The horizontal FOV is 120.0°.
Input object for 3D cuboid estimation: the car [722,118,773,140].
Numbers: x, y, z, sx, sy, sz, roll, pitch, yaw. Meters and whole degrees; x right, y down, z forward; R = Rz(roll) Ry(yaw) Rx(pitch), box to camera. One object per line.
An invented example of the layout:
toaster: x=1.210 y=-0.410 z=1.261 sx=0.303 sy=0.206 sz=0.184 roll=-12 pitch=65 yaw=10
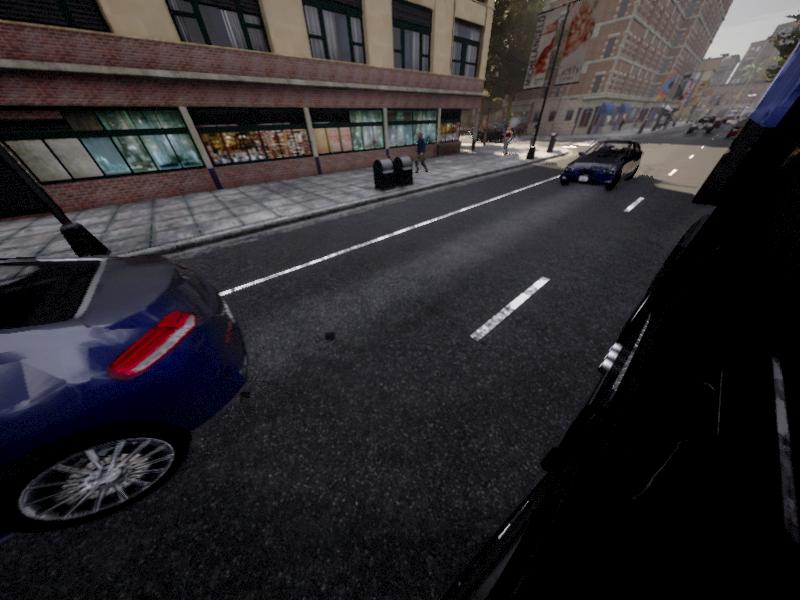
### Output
car: x=34.101 y=-16.845 z=22.738 sx=4.792 sy=1.488 sz=2.163 roll=-29 pitch=44 yaw=-30

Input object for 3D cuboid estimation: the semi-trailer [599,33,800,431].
semi-trailer: x=8.645 y=-3.643 z=4.276 sx=14.254 sy=4.402 sz=2.717 roll=-29 pitch=44 yaw=-30

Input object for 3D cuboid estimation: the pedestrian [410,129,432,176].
pedestrian: x=1.025 y=-7.291 z=11.448 sx=0.751 sy=1.860 sz=0.751 roll=-26 pitch=43 yaw=-28

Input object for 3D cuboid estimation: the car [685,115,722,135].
car: x=37.958 y=-21.870 z=28.865 sx=4.605 sy=1.855 sz=1.932 roll=-28 pitch=44 yaw=-30

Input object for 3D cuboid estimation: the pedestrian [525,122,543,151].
pedestrian: x=11.071 y=-13.518 z=19.122 sx=0.751 sy=1.860 sz=0.751 roll=8 pitch=38 yaw=13

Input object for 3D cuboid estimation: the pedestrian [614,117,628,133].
pedestrian: x=34.073 y=-26.956 z=35.603 sx=0.751 sy=1.860 sz=0.751 roll=-30 pitch=45 yaw=-32

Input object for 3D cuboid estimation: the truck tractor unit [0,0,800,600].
truck tractor unit: x=2.645 y=-0.295 z=0.351 sx=6.516 sy=4.208 sz=3.053 roll=-28 pitch=44 yaw=-30

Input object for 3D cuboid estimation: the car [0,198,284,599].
car: x=-3.772 y=1.018 z=1.166 sx=5.027 sy=1.651 sz=2.152 roll=-28 pitch=44 yaw=-30

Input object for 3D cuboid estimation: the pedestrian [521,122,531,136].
pedestrian: x=20.693 y=-28.161 z=38.038 sx=0.751 sy=1.860 sz=0.751 roll=28 pitch=47 yaw=34

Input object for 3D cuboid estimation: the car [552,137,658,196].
car: x=8.124 y=-5.426 z=9.137 sx=4.193 sy=1.474 sz=1.816 roll=-29 pitch=44 yaw=-30

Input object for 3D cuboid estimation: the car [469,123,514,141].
car: x=13.531 y=-25.126 z=34.578 sx=2.150 sy=2.045 sz=5.566 roll=-29 pitch=44 yaw=-31

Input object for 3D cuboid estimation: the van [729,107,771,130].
van: x=50.963 y=-26.460 z=33.715 sx=6.366 sy=2.431 sz=2.351 roll=-29 pitch=44 yaw=-30

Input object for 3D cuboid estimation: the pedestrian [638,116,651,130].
pedestrian: x=41.028 y=-29.682 z=38.804 sx=0.751 sy=1.860 sz=0.751 roll=-30 pitch=45 yaw=-31

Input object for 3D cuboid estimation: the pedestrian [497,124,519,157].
pedestrian: x=7.653 y=-11.371 z=16.473 sx=0.751 sy=1.860 sz=0.751 roll=-22 pitch=41 yaw=-24

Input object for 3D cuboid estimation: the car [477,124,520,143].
car: x=13.022 y=-22.227 z=30.884 sx=1.932 sy=1.855 sz=4.605 roll=-29 pitch=45 yaw=-31

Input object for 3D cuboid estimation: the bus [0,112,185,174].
bus: x=-29.540 y=-16.117 z=23.407 sx=10.273 sy=4.253 sz=3.944 roll=-29 pitch=44 yaw=-30
